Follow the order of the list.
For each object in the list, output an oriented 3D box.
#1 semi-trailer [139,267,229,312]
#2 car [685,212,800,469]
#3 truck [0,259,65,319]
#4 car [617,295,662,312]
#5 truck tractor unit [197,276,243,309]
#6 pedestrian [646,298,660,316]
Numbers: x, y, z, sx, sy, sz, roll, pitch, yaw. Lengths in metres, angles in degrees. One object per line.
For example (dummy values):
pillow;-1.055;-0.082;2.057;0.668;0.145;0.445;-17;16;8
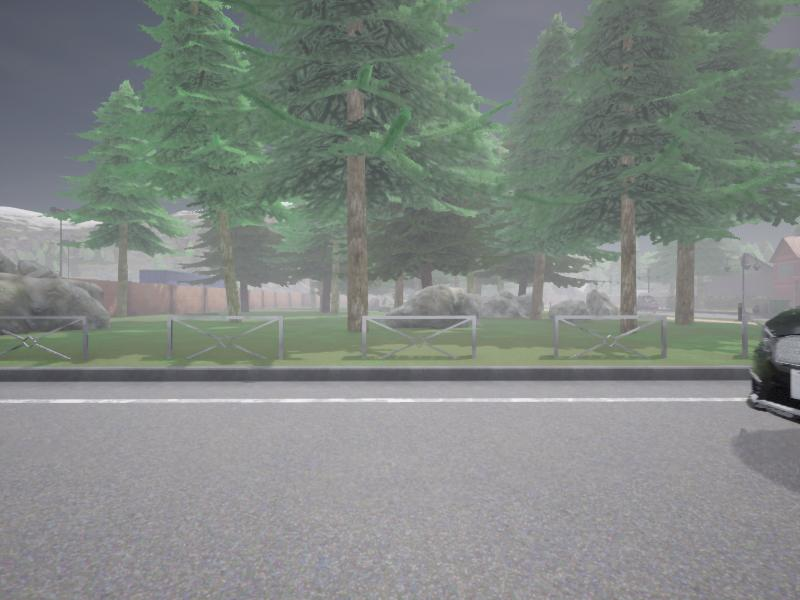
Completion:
semi-trailer;-23.924;-1.024;45.731;2.717;4.402;14.254;0;0;-1
car;4.800;0.235;2.244;4.902;1.511;2.128;0;0;-1
truck;-27.115;-0.725;26.524;2.891;3.827;8.468;0;0;-1
car;24.541;0.340;41.233;2.033;1.649;4.856;0;0;5
truck tractor unit;-23.942;-0.924;53.647;3.053;4.208;6.516;0;0;1
pedestrian;15.831;0.432;25.027;0.500;1.100;0.500;0;0;-10
